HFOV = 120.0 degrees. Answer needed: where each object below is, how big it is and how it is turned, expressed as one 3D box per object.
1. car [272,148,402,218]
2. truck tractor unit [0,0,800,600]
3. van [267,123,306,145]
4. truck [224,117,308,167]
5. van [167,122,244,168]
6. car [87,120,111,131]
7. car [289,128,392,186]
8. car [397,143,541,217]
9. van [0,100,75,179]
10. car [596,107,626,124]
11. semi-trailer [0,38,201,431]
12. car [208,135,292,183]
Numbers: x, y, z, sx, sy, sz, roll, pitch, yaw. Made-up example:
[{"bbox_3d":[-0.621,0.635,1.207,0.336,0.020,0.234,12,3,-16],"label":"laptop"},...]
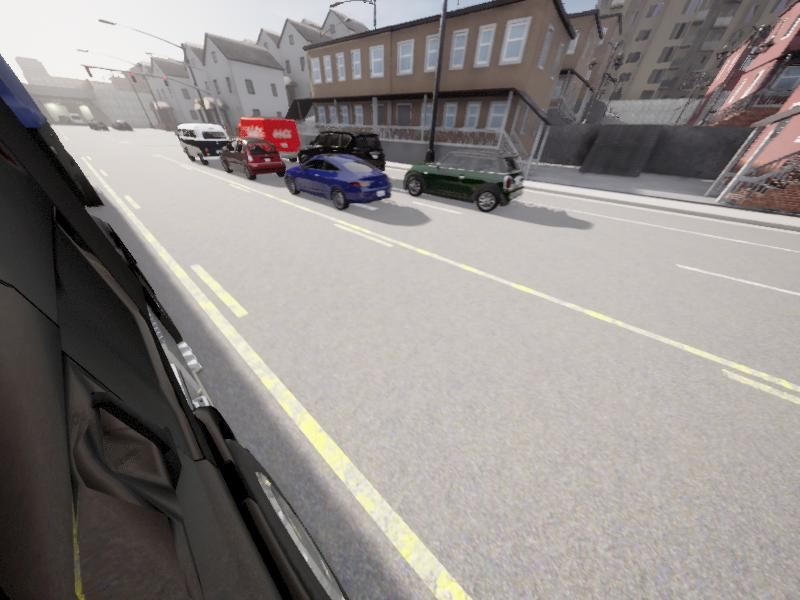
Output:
[{"bbox_3d":[-2.340,-4.399,8.294,4.674,1.442,1.812,28,43,30],"label":"car"},{"bbox_3d":[-2.645,-0.295,0.351,6.516,4.208,3.053,28,44,30],"label":"truck tractor unit"},{"bbox_3d":[-16.639,-24.563,34.114,1.775,1.987,4.442,27,51,29],"label":"van"},{"bbox_3d":[-9.310,-11.092,16.109,5.204,2.467,2.627,29,44,31],"label":"truck"},{"bbox_3d":[-12.292,-9.873,14.629,4.480,2.038,2.069,28,43,30],"label":"van"},{"bbox_3d":[-58.741,-34.025,45.085,4.514,1.525,2.007,28,43,30],"label":"car"},{"bbox_3d":[-3.223,-7.802,12.363,5.566,2.045,2.150,28,43,30],"label":"car"},{"bbox_3d":[2.331,-4.801,8.832,4.553,1.767,2.097,28,43,30],"label":"car"},{"bbox_3d":[-17.926,-7.629,10.806,5.915,2.561,1.988,28,43,30],"label":"van"},{"bbox_3d":[37.704,-33.056,41.331,3.806,1.475,1.970,37,47,21],"label":"car"},{"bbox_3d":[-8.705,-3.572,4.261,14.254,4.402,2.717,28,43,30],"label":"semi-trailer"},{"bbox_3d":[-7.591,-7.229,11.686,3.988,1.617,1.851,28,43,30],"label":"car"}]
